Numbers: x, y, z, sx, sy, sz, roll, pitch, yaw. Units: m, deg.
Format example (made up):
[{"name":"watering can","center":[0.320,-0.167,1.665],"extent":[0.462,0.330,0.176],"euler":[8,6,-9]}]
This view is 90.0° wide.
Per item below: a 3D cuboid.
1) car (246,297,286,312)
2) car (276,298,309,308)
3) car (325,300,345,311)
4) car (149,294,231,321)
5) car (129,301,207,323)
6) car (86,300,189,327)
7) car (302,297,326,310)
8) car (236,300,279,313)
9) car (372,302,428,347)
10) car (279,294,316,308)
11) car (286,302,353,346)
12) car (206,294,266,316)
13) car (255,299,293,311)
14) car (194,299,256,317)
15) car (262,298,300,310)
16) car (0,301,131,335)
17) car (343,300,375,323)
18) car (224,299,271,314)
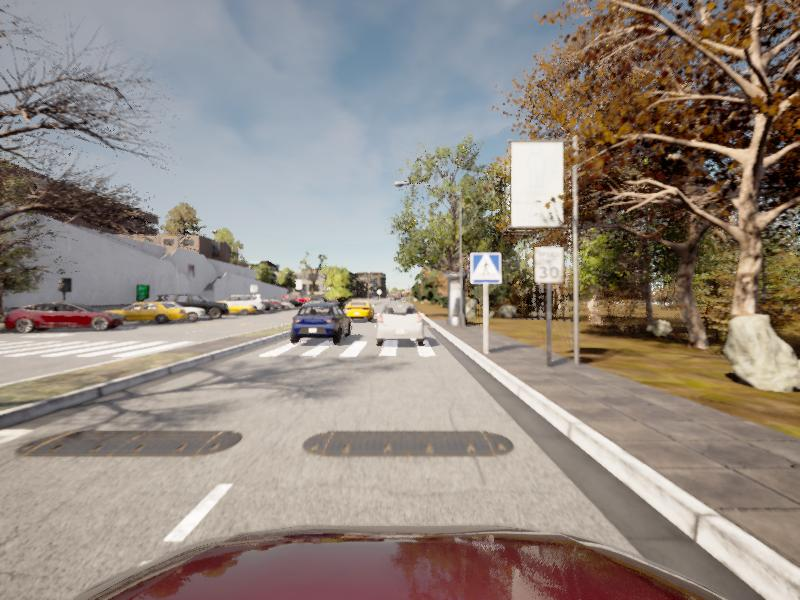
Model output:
[{"name":"car","center":[-16.857,0.500,50.377],"extent":[4.553,1.767,2.185],"euler":[-1,1,-20]},{"name":"car","center":[-16.791,0.461,62.405],"extent":[4.792,1.488,2.163],"euler":[-1,1,-20]},{"name":"car","center":[-8.752,0.680,54.280],"extent":[1.895,1.301,4.718],"euler":[0,1,0]},{"name":"car","center":[-16.813,0.549,32.383],"extent":[5.566,2.045,2.435],"euler":[-1,0,-20]},{"name":"car","center":[-16.842,0.849,29.365],"extent":[4.674,1.452,2.002],"euler":[-1,0,-20]},{"name":"car","center":[-17.012,0.816,26.292],"extent":[5.366,1.575,1.946],"euler":[-1,0,-20]},{"name":"car","center":[-11.751,0.483,54.885],"extent":[2.242,1.667,4.611],"euler":[0,1,0]},{"name":"car","center":[-16.829,0.709,47.390],"extent":[4.674,1.452,2.002],"euler":[-1,0,-20]},{"name":"car","center":[0.001,0.818,15.109],"extent":[1.845,1.501,3.633],"euler":[0,0,0]},{"name":"car","center":[-16.795,0.133,65.404],"extent":[5.566,2.045,2.435],"euler":[-1,1,-20]},{"name":"car","center":[-3.002,0.845,15.805],"extent":[1.816,1.474,4.193],"euler":[0,0,0]},{"name":"car","center":[-16.859,0.483,41.363],"extent":[5.566,2.045,2.435],"euler":[-1,1,-20]},{"name":"car","center":[-16.825,0.620,53.389],"extent":[4.674,1.452,2.002],"euler":[-1,1,-20]},{"name":"car","center":[-16.660,0.754,38.438],"extent":[5.366,1.575,1.946],"euler":[-1,0,-20]},{"name":"car","center":[-16.814,0.532,56.389],"extent":[5.008,1.535,2.097],"euler":[-1,1,-20]},{"name":"car","center":[-16.818,0.853,20.368],"extent":[4.792,1.488,2.163],"euler":[-1,0,-20]},{"name":"car","center":[-3.001,0.795,30.255],"extent":[1.882,1.535,5.008],"euler":[0,0,0]},{"name":"car","center":[-16.854,0.732,44.365],"extent":[4.792,1.488,2.163],"euler":[-1,1,-20]}]
